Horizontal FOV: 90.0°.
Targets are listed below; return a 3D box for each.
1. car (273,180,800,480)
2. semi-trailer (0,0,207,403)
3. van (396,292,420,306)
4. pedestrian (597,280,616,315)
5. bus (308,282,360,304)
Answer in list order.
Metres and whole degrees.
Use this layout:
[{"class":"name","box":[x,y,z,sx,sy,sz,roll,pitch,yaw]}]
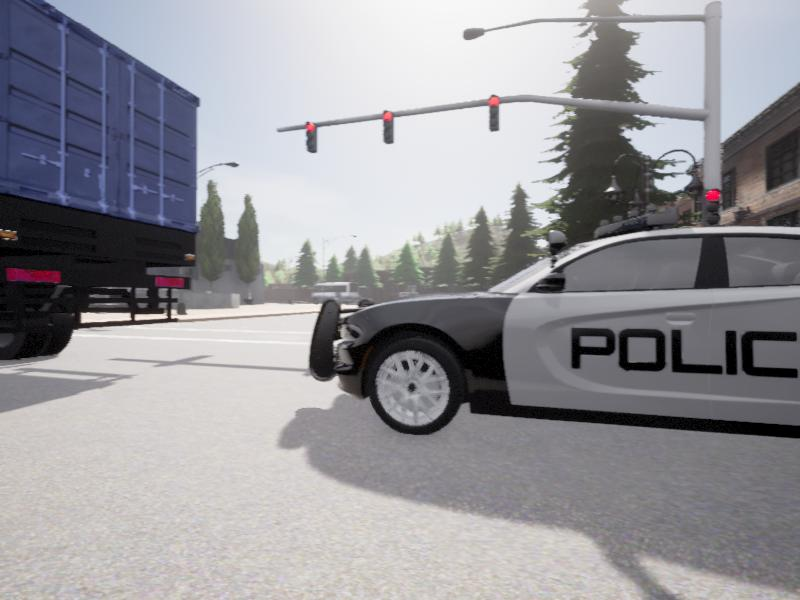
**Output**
[{"class":"car","box":[1.789,0.163,3.310,5.238,1.638,1.930,0,0,17]},{"class":"semi-trailer","box":[-10.203,-1.240,6.985,14.254,4.402,2.717,0,0,17]},{"class":"van","box":[1.036,-0.114,57.095,1.775,1.987,4.442,0,0,-23]},{"class":"pedestrian","box":[11.160,-0.149,21.646,0.751,1.860,0.751,0,0,15]},{"class":"bus","box":[-13.268,-1.302,79.887,10.273,4.253,3.944,0,0,31]}]
